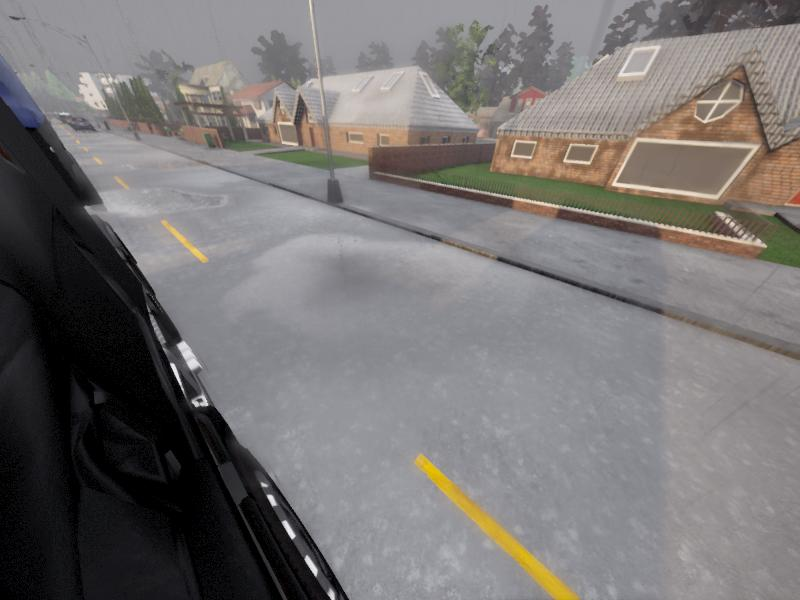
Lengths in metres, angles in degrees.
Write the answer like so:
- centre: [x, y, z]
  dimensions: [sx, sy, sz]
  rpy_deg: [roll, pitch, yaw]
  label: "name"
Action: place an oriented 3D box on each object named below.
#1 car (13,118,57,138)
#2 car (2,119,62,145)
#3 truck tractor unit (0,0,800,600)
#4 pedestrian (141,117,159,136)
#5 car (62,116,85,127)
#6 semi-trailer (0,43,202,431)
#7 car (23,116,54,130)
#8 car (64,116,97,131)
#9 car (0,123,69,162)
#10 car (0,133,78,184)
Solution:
- centre: [-37.421, -17.686, 23.786]
  dimensions: [4.193, 1.474, 1.816]
  rpy_deg: [28, 44, 30]
  label: "car"
- centre: [-30.758, -14.161, 19.431]
  dimensions: [4.514, 1.525, 2.007]
  rpy_deg: [28, 44, 30]
  label: "car"
- centre: [-2.645, -0.295, 0.351]
  dimensions: [6.516, 4.208, 3.053]
  rpy_deg: [28, 44, 30]
  label: "truck tractor unit"
- centre: [-32.388, -22.418, 29.891]
  dimensions: [0.751, 1.860, 0.751]
  rpy_deg: [27, 43, 29]
  label: "pedestrian"
- centre: [-62.834, -34.395, 44.485]
  dimensions: [3.988, 1.617, 1.851]
  rpy_deg: [28, 44, 30]
  label: "car"
- centre: [-8.697, -3.604, 4.233]
  dimensions: [14.254, 4.402, 2.717]
  rpy_deg: [28, 44, 30]
  label: "semi-trailer"
- centre: [-52.811, -25.903, 33.789]
  dimensions: [5.008, 1.535, 1.882]
  rpy_deg: [28, 44, 30]
  label: "car"
- centre: [-49.042, -27.076, 35.479]
  dimensions: [4.611, 1.667, 2.242]
  rpy_deg: [28, 44, 30]
  label: "car"
- centre: [-21.262, -9.104, 13.245]
  dimensions: [4.514, 1.525, 2.007]
  rpy_deg: [28, 44, 30]
  label: "car"
- centre: [-15.669, -6.050, 9.658]
  dimensions: [4.181, 1.385, 1.994]
  rpy_deg: [28, 44, 30]
  label: "car"
